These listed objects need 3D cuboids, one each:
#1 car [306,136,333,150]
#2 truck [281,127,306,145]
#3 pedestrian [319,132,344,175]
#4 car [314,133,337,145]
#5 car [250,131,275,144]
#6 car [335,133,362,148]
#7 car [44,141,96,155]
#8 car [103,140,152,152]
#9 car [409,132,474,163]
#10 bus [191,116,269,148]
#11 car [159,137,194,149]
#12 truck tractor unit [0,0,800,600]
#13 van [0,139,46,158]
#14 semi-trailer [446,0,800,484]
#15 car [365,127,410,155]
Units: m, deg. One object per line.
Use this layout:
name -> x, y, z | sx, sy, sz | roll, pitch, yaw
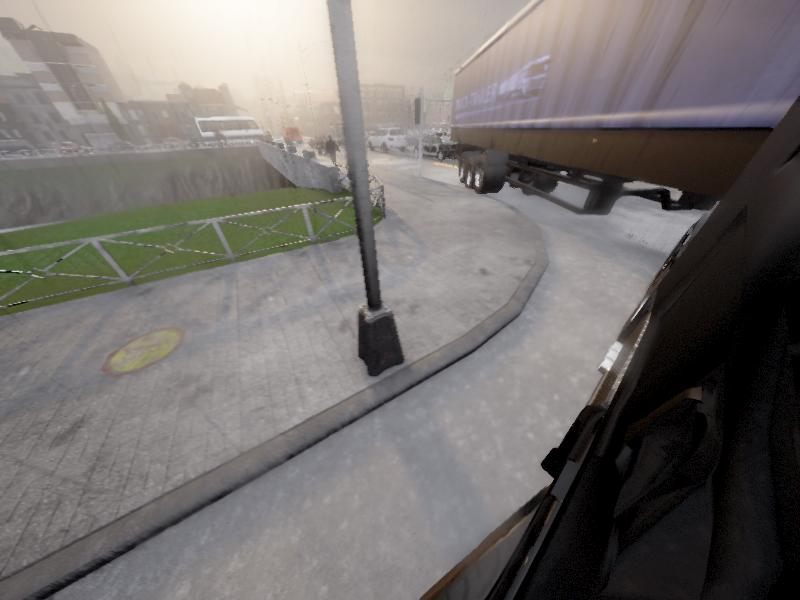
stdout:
car -> -10.458, -20.365, 29.932 | 1.895, 1.301, 4.718 | -21, 41, -23
truck -> -19.032, -29.394, 41.281 | 2.627, 2.467, 5.204 | -21, 41, -23
pedestrian -> -3.596, -7.754, 12.249 | 0.751, 1.860, 0.751 | -21, 41, -23
car -> -12.611, -27.287, 39.115 | 2.033, 1.411, 5.357 | -21, 41, -23
car -> -28.734, -34.086, 48.393 | 1.905, 1.878, 3.866 | 19, 42, 24
car -> -7.036, -21.770, 31.458 | 2.007, 1.525, 4.514 | -21, 41, -23
car -> -49.343, -22.818, 34.679 | 3.806, 1.475, 1.970 | -21, 41, -23
car -> -43.791, -24.834, 37.266 | 4.718, 1.301, 1.895 | -21, 41, -23
car -> 2.919, -11.877, 17.830 | 1.930, 1.638, 5.238 | -21, 41, -23
bus -> -30.771, -31.067, 42.526 | 10.273, 4.253, 3.944 | -22, 42, -24
car -> -38.310, -26.963, 39.705 | 3.806, 1.475, 1.970 | -21, 41, -23
truck tractor unit -> 2.645, -0.295, 0.352 | 6.516, 4.208, 3.053 | -28, 44, -30
van -> -54.186, -21.205, 32.324 | 4.442, 1.987, 1.775 | -21, 41, -23
semi-trailer -> 3.987, -4.757, 6.044 | 2.717, 4.402, 14.254 | -2, 37, 0
car -> -1.398, -16.339, 23.593 | 2.150, 2.045, 5.566 | -21, 41, -23
